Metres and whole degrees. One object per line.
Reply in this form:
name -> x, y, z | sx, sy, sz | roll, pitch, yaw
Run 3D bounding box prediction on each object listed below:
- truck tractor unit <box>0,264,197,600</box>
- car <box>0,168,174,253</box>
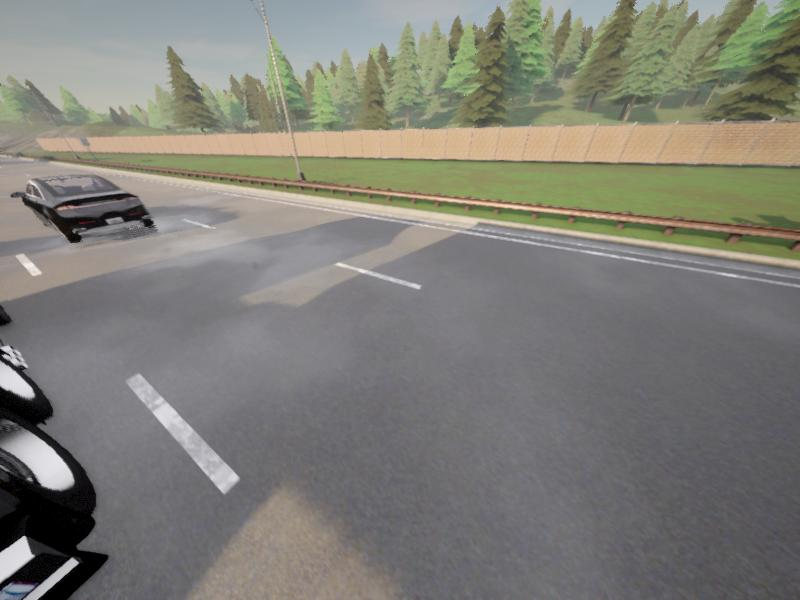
truck tractor unit -> -5.122, -0.285, 0.786 | 6.516, 4.208, 3.053 | 18, 39, 24
car -> -9.849, -3.018, 7.163 | 4.902, 1.511, 2.128 | 18, 39, 24
